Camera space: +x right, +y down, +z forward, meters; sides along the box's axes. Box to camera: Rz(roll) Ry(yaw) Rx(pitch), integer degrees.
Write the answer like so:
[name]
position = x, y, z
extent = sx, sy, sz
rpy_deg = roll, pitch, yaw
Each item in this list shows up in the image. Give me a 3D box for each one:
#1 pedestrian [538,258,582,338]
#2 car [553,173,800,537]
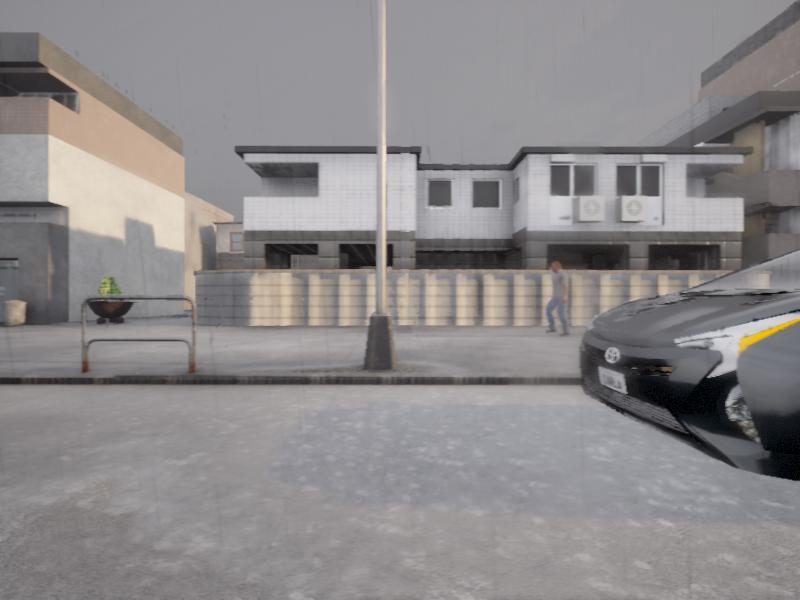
[pedestrian]
position = 3.871, -0.048, 9.725
extent = 0.751, 1.860, 0.751
rpy_deg = 0, 0, -3
[car]
position = 3.666, 0.233, 2.680
extent = 4.514, 1.525, 2.007
rpy_deg = 0, 0, 0
